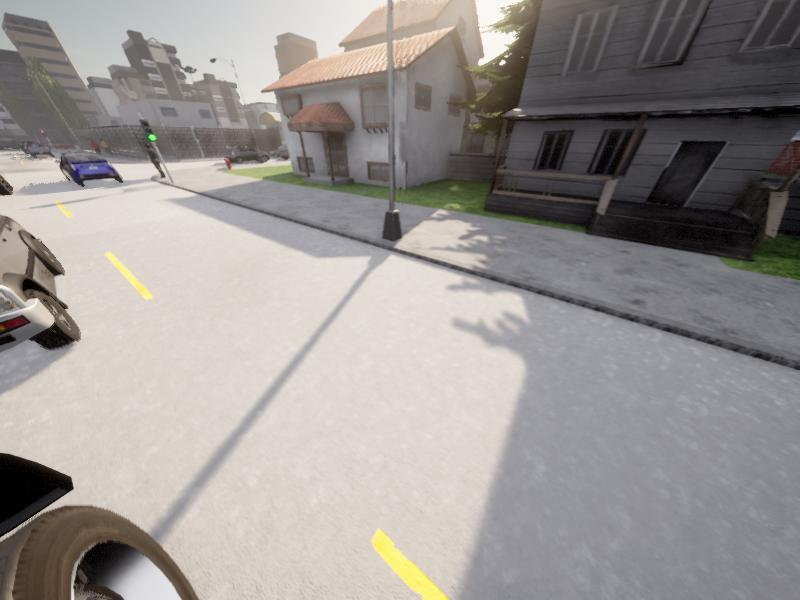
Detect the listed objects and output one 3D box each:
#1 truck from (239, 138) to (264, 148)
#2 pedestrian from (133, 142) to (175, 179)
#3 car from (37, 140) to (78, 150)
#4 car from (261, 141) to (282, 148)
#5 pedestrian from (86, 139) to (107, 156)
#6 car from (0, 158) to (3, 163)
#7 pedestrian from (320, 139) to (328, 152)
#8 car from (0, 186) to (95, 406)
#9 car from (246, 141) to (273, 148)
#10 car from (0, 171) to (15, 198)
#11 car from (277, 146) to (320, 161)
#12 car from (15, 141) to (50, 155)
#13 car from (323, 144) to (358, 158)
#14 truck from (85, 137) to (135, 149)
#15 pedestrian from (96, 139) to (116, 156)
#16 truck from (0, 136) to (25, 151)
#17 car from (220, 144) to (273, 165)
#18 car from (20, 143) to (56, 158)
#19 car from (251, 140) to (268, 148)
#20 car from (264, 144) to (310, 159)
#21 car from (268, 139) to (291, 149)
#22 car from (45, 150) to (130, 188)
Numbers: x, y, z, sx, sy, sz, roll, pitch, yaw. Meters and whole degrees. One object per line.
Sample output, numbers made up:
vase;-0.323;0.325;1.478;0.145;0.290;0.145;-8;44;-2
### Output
truck;-38.402;-40.835;59.916;2.069;2.038;4.478;22;41;28
pedestrian;-14.826;-8.432;13.984;0.751;1.860;0.751;4;35;5
car;-67.066;-30.477;45.356;1.851;1.617;3.988;2;35;3
car;-31.194;-37.860;56.180;1.845;1.501;3.633;22;41;28
pedestrian;-39.237;-19.724;29.847;0.751;1.860;0.751;21;40;27
car;-42.171;-14.685;23.191;4.193;1.474;1.816;22;40;28
pedestrian;-13.706;-27.658;41.417;0.751;1.860;0.751;14;37;18
car;-6.110;-0.320;2.818;4.605;1.855;1.932;23;40;31
car;-35.259;-39.180;58.130;2.033;1.415;5.357;22;41;28
car;-19.404;-5.621;10.127;3.866;1.878;1.905;23;41;29
car;-12.358;-18.053;28.379;1.994;1.385;4.181;21;40;27
car;-54.433;-22.560;34.170;4.856;1.649;2.033;22;41;28
car;-8.349;-21.387;33.036;2.007;1.525;4.514;22;40;28
truck;-63.340;-34.424;50.593;2.390;2.098;6.274;22;41;28
pedestrian;-37.622;-19.556;29.609;0.751;1.860;0.751;23;41;28
truck;-69.974;-26.897;39.796;2.390;2.098;6.274;-13;37;-18
car;-15.926;-15.309;24.223;1.851;1.617;3.988;22;41;28
car;-46.115;-19.128;29.437;3.633;1.501;1.845;22;40;28
car;-35.164;-39.088;57.875;3.705;1.547;1.789;22;41;28
car;-14.992;-19.997;31.002;2.128;1.511;4.902;22;41;28
car;-27.541;-35.857;53.062;1.905;1.878;3.866;22;41;28
car;-18.243;-7.743;13.480;4.514;1.525;2.007;22;41;28
